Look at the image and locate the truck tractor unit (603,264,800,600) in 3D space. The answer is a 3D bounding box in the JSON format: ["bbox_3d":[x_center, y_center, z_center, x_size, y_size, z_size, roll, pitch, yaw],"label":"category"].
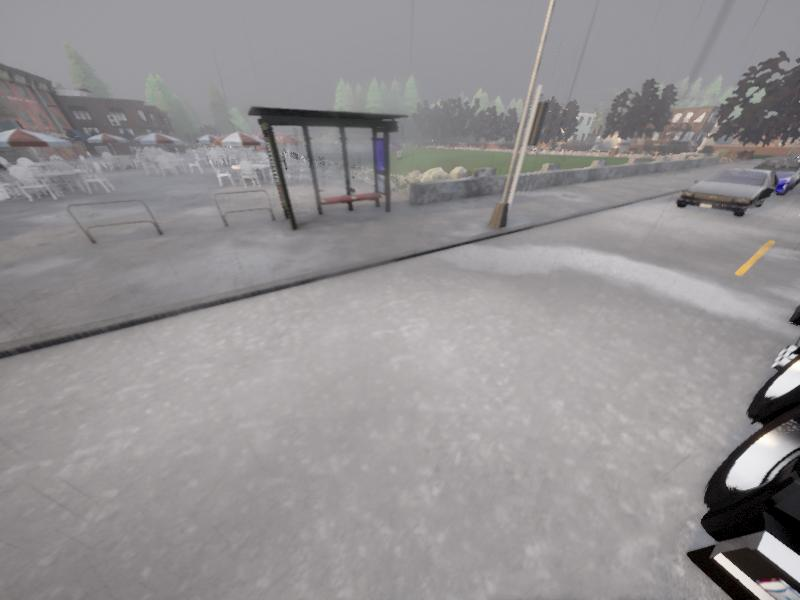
[{"bbox_3d":[5.107,-0.304,0.787,6.516,4.208,3.053,-18,39,-24],"label":"truck tractor unit"}]

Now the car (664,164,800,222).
[{"bbox_3d":[13.662,-4.556,9.452,5.357,1.411,2.033,-18,39,-24],"label":"car"}]

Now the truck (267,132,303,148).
[{"bbox_3d":[-33.674,-47.123,68.096,8.468,3.827,2.891,-18,39,-24],"label":"truck"}]

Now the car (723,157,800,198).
[{"bbox_3d":[20.433,-6.821,12.651,4.514,1.525,2.007,-18,39,-24],"label":"car"}]
